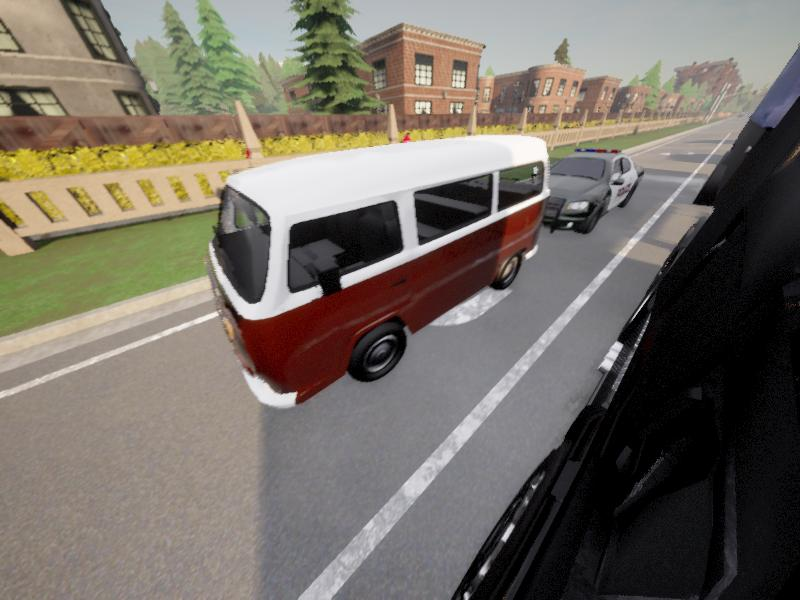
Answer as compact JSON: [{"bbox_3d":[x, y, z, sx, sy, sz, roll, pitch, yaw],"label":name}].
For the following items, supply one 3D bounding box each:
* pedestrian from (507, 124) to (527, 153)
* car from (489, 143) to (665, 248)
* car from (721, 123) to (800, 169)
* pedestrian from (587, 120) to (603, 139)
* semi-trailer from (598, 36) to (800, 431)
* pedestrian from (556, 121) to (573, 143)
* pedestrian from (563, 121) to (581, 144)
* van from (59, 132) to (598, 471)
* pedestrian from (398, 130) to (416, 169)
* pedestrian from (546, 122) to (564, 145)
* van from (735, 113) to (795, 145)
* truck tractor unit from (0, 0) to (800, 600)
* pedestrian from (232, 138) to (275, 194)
[{"bbox_3d":[9.248,-12.781,18.334,0.751,1.860,0.751,-28,44,-30],"label":"pedestrian"},{"bbox_3d":[4.895,-3.173,6.309,4.974,1.542,2.038,-28,44,-30],"label":"car"},{"bbox_3d":[19.268,-8.190,12.111,5.027,1.651,2.152,-28,44,-30],"label":"car"},{"bbox_3d":[24.531,-21.456,29.048,0.751,1.860,0.751,-30,45,-32],"label":"pedestrian"},{"bbox_3d":[8.662,-3.619,4.279,14.254,4.402,2.717,-28,44,-30],"label":"semi-trailer"},{"bbox_3d":[17.871,-18.208,25.091,0.751,1.860,0.751,29,47,35],"label":"pedestrian"},{"bbox_3d":[17.999,-17.505,24.144,0.751,1.860,0.751,-30,45,-31],"label":"pedestrian"},{"bbox_3d":[0.139,-0.819,3.012,4.480,2.038,2.069,-28,44,-30],"label":"van"},{"bbox_3d":[0.421,-8.885,13.635,0.751,1.860,0.751,-29,44,-31],"label":"pedestrian"},{"bbox_3d":[15.938,-17.102,23.725,0.751,1.860,0.751,-24,42,-26],"label":"pedestrian"},{"bbox_3d":[30.571,-14.422,19.483,4.442,1.987,1.775,-28,44,-30],"label":"van"},{"bbox_3d":[2.645,-0.295,0.351,6.516,4.208,3.053,-28,44,-30],"label":"truck tractor unit"},{"bbox_3d":[-5.951,-5.473,9.442,0.751,1.860,0.751,-27,43,-29],"label":"pedestrian"}]
